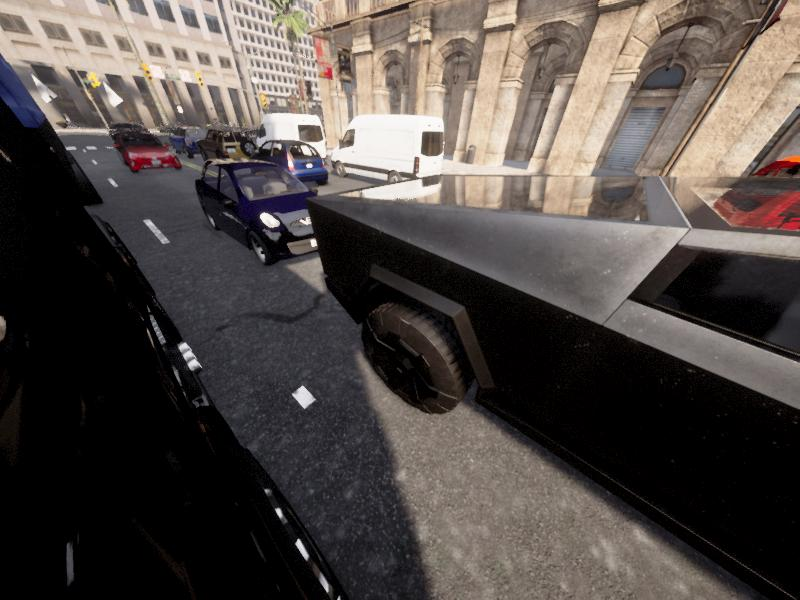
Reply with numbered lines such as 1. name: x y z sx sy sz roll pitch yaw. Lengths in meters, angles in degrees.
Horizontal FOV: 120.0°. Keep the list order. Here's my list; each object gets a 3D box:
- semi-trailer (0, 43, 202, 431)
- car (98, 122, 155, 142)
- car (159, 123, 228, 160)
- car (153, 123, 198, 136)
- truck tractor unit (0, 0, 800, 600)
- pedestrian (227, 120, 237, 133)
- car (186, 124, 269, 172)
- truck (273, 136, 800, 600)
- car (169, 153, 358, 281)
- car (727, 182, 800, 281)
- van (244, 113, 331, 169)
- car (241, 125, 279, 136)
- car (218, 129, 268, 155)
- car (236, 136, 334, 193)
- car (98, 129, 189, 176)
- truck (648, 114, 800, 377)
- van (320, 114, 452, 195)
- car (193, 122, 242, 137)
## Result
1. semi-trailer: -8.694 -3.609 4.229 14.254 4.402 2.717 28 44 30
2. car: -28.139 -17.512 24.028 1.837 1.490 4.892 -12 39 -17
3. car: -14.384 -11.113 16.090 4.553 1.767 2.097 28 44 30
4. car: -33.057 -25.213 34.117 1.994 1.385 4.181 29 44 30
5. truck tractor unit: -2.645 -0.295 0.351 6.516 4.208 3.053 28 44 30
6. pedestrian: -30.856 -31.905 42.492 0.751 1.860 0.751 -3 37 -8
7. car: -9.753 -8.674 13.053 4.605 1.855 1.932 28 44 30
8. truck: 2.231 0.432 1.453 6.274 2.098 2.390 28 44 30
9. car: -2.883 -2.077 4.960 3.633 1.501 1.845 28 44 30
10. car: 9.534 -0.935 4.210 3.633 1.501 1.845 28 43 30
11. van: -7.283 -10.368 14.921 5.915 2.561 1.988 28 44 30
12. car: -25.171 -30.526 41.689 2.033 1.411 5.357 28 44 30
13. car: -12.781 -12.893 18.792 3.633 1.501 1.845 29 44 30
14. car: -4.978 -5.992 9.995 3.988 1.617 1.851 28 44 30
15. car: -12.845 -7.465 11.536 4.514 1.525 2.007 29 44 30
16. truck: 6.593 -0.136 2.174 5.204 2.467 2.627 28 44 30
17. van: -0.890 -6.924 10.719 5.915 2.561 1.988 28 44 30
18. car: -27.500 -25.825 35.054 1.930 1.638 5.238 28 44 30
